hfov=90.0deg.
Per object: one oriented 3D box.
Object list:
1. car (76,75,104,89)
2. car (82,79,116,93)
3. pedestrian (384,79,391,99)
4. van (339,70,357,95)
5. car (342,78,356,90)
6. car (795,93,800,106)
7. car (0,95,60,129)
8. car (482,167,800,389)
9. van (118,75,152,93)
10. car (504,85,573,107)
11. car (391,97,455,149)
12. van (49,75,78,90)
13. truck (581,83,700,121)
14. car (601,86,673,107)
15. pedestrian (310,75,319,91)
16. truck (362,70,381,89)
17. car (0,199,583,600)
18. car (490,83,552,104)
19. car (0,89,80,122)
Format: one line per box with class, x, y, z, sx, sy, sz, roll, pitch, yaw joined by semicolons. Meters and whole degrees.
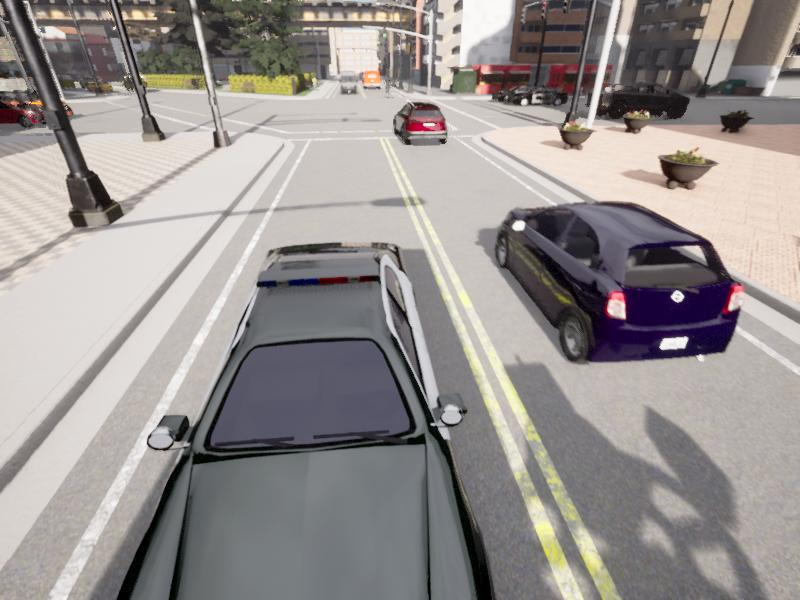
car;-50.744;-35.648;65.459;4.605;1.855;1.932;22;37;32
car;-41.891;-29.751;55.644;5.366;1.575;1.801;22;37;32
pedestrian;-1.300;-22.168;42.051;0.751;1.860;0.751;-1;30;-2
van;-6.475;-27.359;50.302;1.988;2.561;5.915;-3;30;-5
car;-7.668;-32.535;60.293;1.970;1.475;3.806;-3;30;-5
car;41.655;-19.628;38.625;4.856;1.649;2.033;-3;30;-6
car;-22.629;-10.834;23.013;3.988;1.617;1.851;-3;30;-5
car;2.634;-0.655;5.587;1.845;1.501;3.633;-3;31;-5
van;-37.210;-30.364;56.169;4.480;2.038;2.069;22;37;32
car;12.242;-18.171;35.565;5.238;1.638;1.930;-3;30;-6
car;0.893;-8.439;18.812;2.033;1.649;4.856;-4;31;-7
van;-53.261;-34.439;63.301;4.442;1.987;1.775;22;37;32
truck;15.953;-13.318;26.855;6.274;2.098;2.390;-2;30;-5
car;21.537;-18.615;36.528;5.366;1.575;1.801;-3;30;-6
pedestrian;-11.309;-28.755;53.055;0.751;1.860;0.751;2;30;4
truck;-4.447;-34.418;62.418;2.627;2.467;5.204;-3;30;-5
car;-0.631;0.650;3.379;2.038;1.542;4.974;-3;30;-5
car;11.579;-19.911;38.533;5.238;1.638;1.930;-4;31;-7
car;-24.136;-12.623;25.885;4.553;1.767;2.097;-3;30;-5
